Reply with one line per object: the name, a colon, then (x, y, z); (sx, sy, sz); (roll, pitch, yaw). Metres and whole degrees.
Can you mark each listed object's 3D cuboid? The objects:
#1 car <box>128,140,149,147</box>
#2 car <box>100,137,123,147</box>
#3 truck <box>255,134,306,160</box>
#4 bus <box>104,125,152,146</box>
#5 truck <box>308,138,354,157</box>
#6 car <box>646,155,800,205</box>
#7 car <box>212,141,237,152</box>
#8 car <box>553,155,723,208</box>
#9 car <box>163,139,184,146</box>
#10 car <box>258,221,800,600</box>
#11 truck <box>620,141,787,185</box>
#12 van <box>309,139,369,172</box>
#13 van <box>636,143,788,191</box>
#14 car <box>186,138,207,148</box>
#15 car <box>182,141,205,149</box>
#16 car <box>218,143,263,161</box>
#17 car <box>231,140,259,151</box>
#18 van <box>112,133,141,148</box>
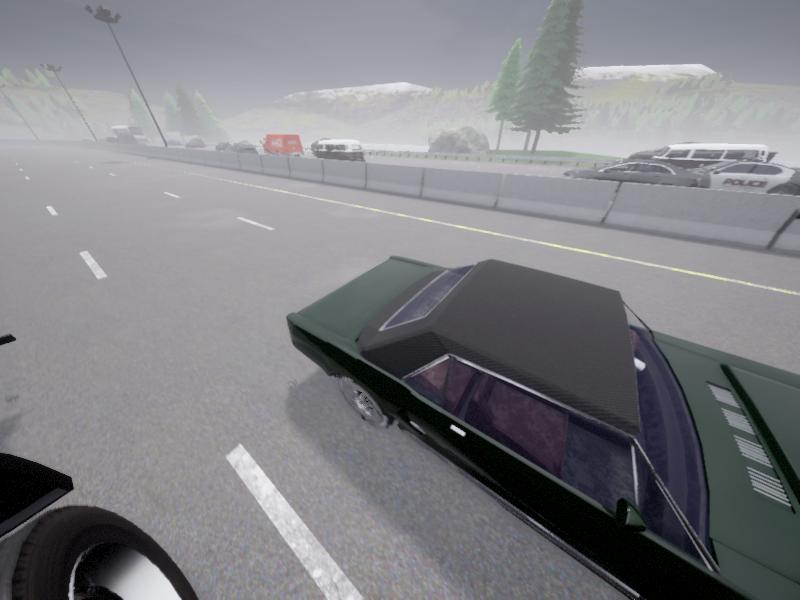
car: (-63.011, -37.700, 55.590); (4.718, 1.301, 1.895); (19, 39, 25)
car: (-68.262, -37.415, 54.648); (3.866, 1.878, 1.905); (18, 39, 23)
truck: (-14.321, -18.498, 27.837); (5.204, 2.467, 2.627); (22, 41, 28)
bus: (-73.728, -44.623, 62.737); (10.273, 4.253, 3.944); (15, 38, 20)
truck: (-9.673, -21.375, 32.280); (6.274, 2.098, 2.390); (22, 41, 28)
car: (15.662, -5.868, 11.046); (4.974, 1.542, 2.038); (22, 41, 28)
car: (-31.046, -27.174, 40.834); (4.193, 1.474, 1.816); (25, 42, 30)
car: (10.255, -5.604, 10.635); (4.902, 1.511, 2.128); (22, 41, 28)
car: (-59.124, -41.101, 60.319); (4.514, 1.525, 2.007); (19, 39, 25)
car: (1.285, 0.675, 1.837); (4.718, 1.301, 1.895); (22, 41, 28)
truck: (19.543, -9.444, 15.652); (6.274, 2.098, 2.390); (22, 41, 28)
van: (-5.030, -12.066, 19.184); (4.480, 2.038, 2.069); (22, 41, 28)
van: (17.366, -7.846, 13.418); (4.480, 2.038, 2.069); (22, 41, 28)
car: (-47.415, -36.697, 53.825); (4.605, 1.855, 1.932); (22, 41, 28)
car: (-42.840, -32.132, 47.893); (4.718, 1.301, 1.895); (22, 41, 28)
car: (-18.717, -17.436, 27.120); (4.902, 1.511, 2.128); (22, 41, 28)
car: (-29.237, -29.128, 43.572); (4.974, 1.542, 2.038); (22, 41, 28)
van: (-58.552, -34.131, 49.470); (5.915, 2.561, 1.988); (21, 40, 26)
